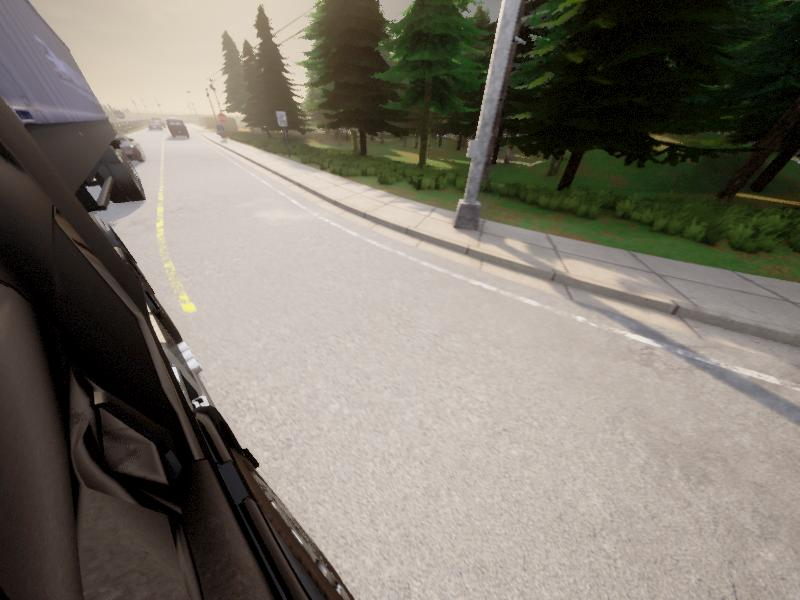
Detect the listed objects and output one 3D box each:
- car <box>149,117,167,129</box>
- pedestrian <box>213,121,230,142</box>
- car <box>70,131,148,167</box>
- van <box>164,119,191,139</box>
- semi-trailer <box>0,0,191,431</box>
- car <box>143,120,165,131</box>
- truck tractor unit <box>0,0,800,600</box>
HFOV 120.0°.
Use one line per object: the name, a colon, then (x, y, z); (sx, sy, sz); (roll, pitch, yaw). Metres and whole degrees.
car: (-56.664, -41.601, 54.169); (2.150, 2.045, 5.566); (-23, 44, -30)
pedestrian: (-20.024, -18.915, 25.884); (0.751, 1.860, 0.751); (-29, 47, -35)
car: (-16.264, -8.735, 13.209); (1.994, 1.385, 4.181); (-24, 44, -31)
van: (-28.856, -22.247, 29.998); (1.775, 1.987, 4.442); (-23, 44, -30)
semi-trailer: (-8.175, -3.911, 4.688); (2.717, 4.402, 14.254); (-28, 46, -34)
car: (-46.707, -33.190, 43.971); (2.128, 1.511, 4.902); (-23, 44, -30)
truck tractor unit: (-2.645, -0.295, 0.351); (6.516, 4.208, 3.053); (28, 44, 30)
